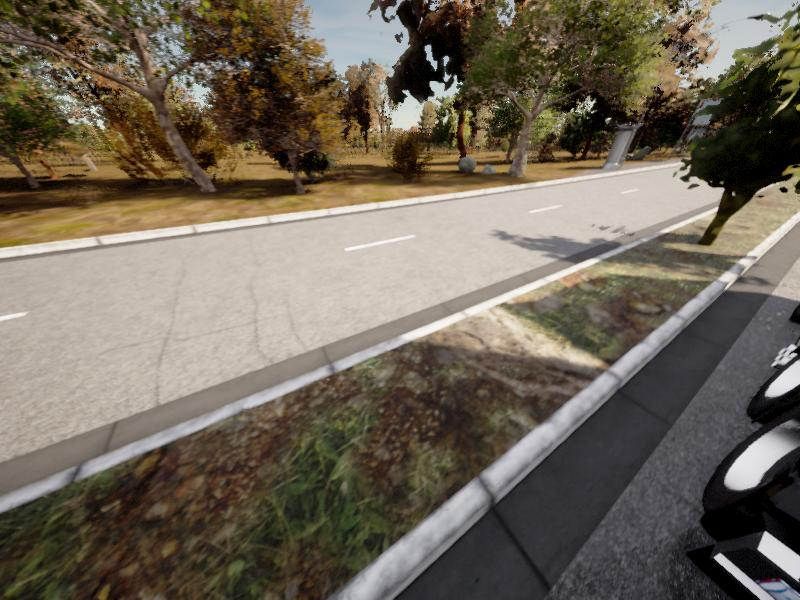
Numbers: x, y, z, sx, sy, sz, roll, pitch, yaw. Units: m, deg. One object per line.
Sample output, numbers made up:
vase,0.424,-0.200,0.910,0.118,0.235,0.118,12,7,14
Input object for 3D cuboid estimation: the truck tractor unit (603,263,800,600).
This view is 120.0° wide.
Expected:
truck tractor unit,5.104,-0.310,0.783,6.516,4.208,3.053,-19,39,-24
